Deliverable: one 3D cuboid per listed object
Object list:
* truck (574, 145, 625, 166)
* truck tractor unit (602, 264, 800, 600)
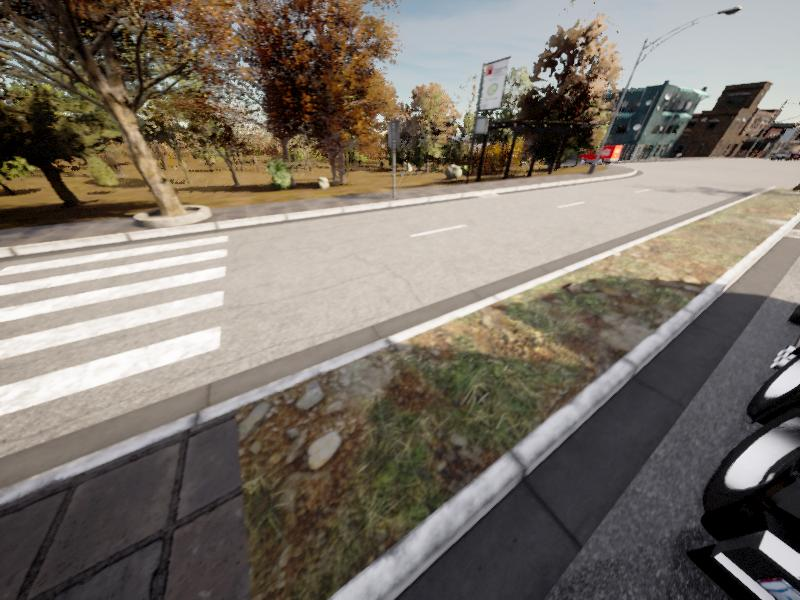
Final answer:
[{"bbox_3d":[32.196,-23.459,37.616,2.627,2.467,5.204,-17,32,-22],"label":"truck"},{"bbox_3d":[5.115,-0.294,0.794,6.516,4.208,3.053,-18,39,-24],"label":"truck tractor unit"}]
